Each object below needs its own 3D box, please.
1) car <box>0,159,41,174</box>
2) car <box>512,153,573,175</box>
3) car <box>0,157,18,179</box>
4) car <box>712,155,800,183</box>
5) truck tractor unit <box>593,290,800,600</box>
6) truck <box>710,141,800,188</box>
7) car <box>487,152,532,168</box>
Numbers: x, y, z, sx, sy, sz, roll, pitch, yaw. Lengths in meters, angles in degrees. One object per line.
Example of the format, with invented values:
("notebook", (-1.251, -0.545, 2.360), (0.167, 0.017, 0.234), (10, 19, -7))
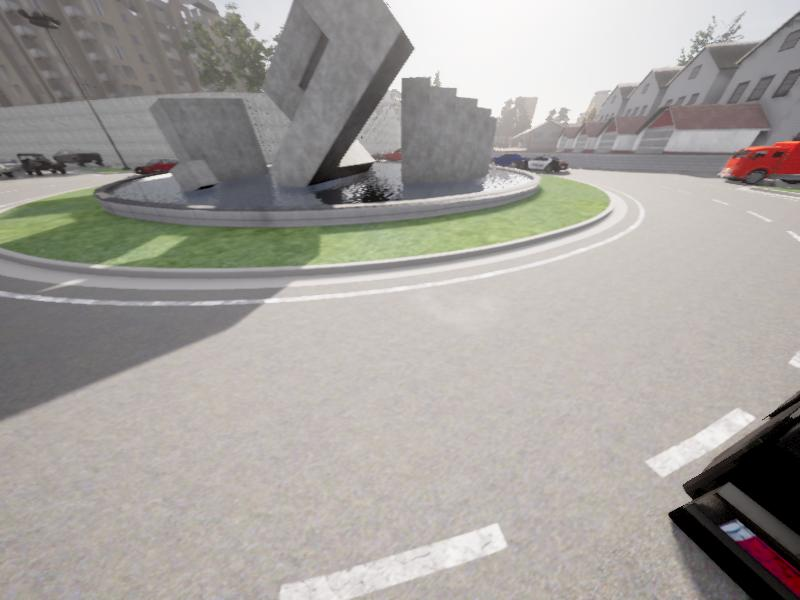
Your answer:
("car", (-43.069, -14.874, 25.630), (4.718, 1.301, 1.895), (11, 35, 16))
("car", (14.888, -14.489, 24.460), (2.038, 1.542, 4.974), (-19, 39, -26))
("car", (-36.905, -11.702, 20.315), (4.605, 1.855, 1.932), (12, 36, 20))
("car", (28.119, -9.931, 17.428), (4.856, 1.649, 2.033), (17, 38, 24))
("truck tractor unit", (5.220, -0.173, 0.609), (6.516, 4.208, 3.053), (-13, 36, -18))
("truck", (25.551, -8.909, 15.161), (5.204, 2.467, 2.627), (18, 38, 25))
("car", (14.275, -18.490, 30.434), (1.882, 1.535, 5.008), (-21, 39, -28))
